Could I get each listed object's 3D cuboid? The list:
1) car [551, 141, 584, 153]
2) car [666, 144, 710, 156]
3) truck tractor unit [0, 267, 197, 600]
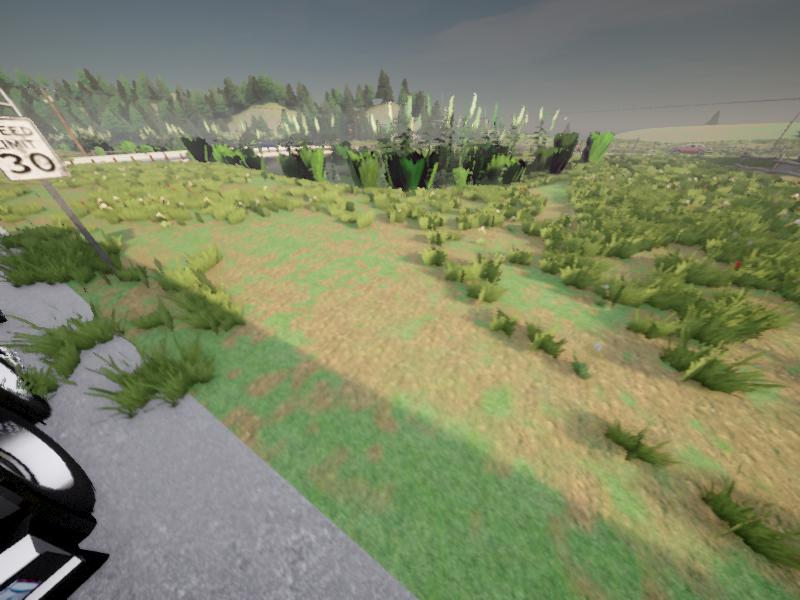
[{"bbox_3d":[31.240,-28.526,43.129,4.553,1.767,2.097,22,40,28],"label":"car"},{"bbox_3d":[44.252,-23.195,35.643,3.806,1.475,1.970,22,40,28],"label":"car"},{"bbox_3d":[-5.115,-0.298,0.769,6.516,4.208,3.053,18,39,24],"label":"truck tractor unit"}]
